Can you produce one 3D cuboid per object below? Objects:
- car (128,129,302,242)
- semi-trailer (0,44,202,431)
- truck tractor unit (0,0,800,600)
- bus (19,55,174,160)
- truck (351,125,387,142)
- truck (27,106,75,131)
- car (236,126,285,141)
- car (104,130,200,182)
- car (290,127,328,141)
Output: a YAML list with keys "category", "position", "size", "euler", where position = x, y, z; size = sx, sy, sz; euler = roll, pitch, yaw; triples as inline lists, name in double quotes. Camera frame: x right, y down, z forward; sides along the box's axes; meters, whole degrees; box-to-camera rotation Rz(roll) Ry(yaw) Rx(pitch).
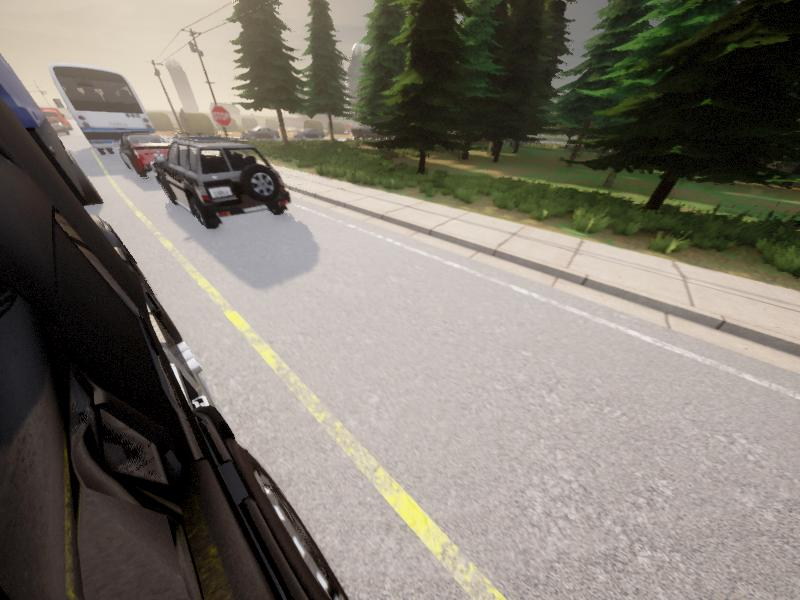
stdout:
- category: "car"
  position: [-4.989, -3.358, 6.230]
  size: [4.605, 1.855, 1.932]
  euler: [28, 44, 30]
- category: "semi-trailer"
  position: [-8.694, -3.612, 4.226]
  size: [14.254, 4.402, 2.717]
  euler: [28, 44, 30]
- category: "truck tractor unit"
  position: [-2.645, -0.295, 0.351]
  size: [6.516, 4.208, 3.053]
  euler: [28, 44, 30]
- category: "bus"
  position: [-20.604, -12.937, 16.057]
  size: [10.273, 4.253, 3.944]
  euler: [30, 45, 31]
- category: "truck"
  position: [-5.162, -28.462, 39.522]
  size: [2.390, 2.098, 6.274]
  euler: [27, 43, 29]
- category: "truck"
  position: [-47.057, -24.498, 31.343]
  size: [5.204, 2.467, 2.627]
  euler: [28, 44, 32]
- category: "car"
  position: [-18.454, -22.126, 30.756]
  size: [2.128, 1.511, 4.902]
  euler: [27, 43, 29]
- category: "car"
  position: [-11.467, -6.763, 10.657]
  size: [4.514, 1.525, 2.007]
  euler: [29, 44, 31]
- category: "car"
  position: [-13.825, -25.415, 35.420]
  size: [2.128, 1.511, 4.902]
  euler: [27, 43, 29]
